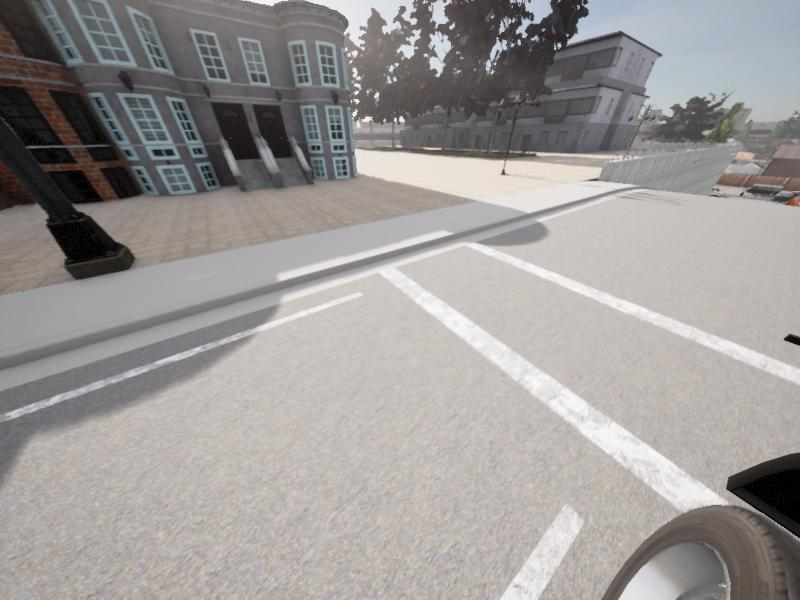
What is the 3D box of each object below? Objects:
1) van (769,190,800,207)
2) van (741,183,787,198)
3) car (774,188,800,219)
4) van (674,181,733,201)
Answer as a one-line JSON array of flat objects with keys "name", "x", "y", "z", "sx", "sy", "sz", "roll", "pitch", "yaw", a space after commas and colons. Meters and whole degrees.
[{"name": "van", "x": 69.114, "y": -17.609, "z": 40.331, "sx": 1.775, "sy": 1.987, "sz": 4.442, "roll": -22, "pitch": 40, "yaw": -27}, {"name": "van", "x": 73.452, "y": -22.139, "z": 46.720, "sx": 1.775, "sy": 1.987, "sz": 4.442, "roll": -22, "pitch": 40, "yaw": -27}, {"name": "car", "x": 26.492, "y": -6.139, "z": 14.633, "sx": 4.553, "sy": 1.767, "sz": 2.097, "roll": -12, "pitch": 35, "yaw": -34}, {"name": "van", "x": 59.929, "y": -21.684, "z": 45.825, "sx": 2.351, "sy": 2.431, "sz": 6.366, "roll": -16, "pitch": 38, "yaw": -21}]
